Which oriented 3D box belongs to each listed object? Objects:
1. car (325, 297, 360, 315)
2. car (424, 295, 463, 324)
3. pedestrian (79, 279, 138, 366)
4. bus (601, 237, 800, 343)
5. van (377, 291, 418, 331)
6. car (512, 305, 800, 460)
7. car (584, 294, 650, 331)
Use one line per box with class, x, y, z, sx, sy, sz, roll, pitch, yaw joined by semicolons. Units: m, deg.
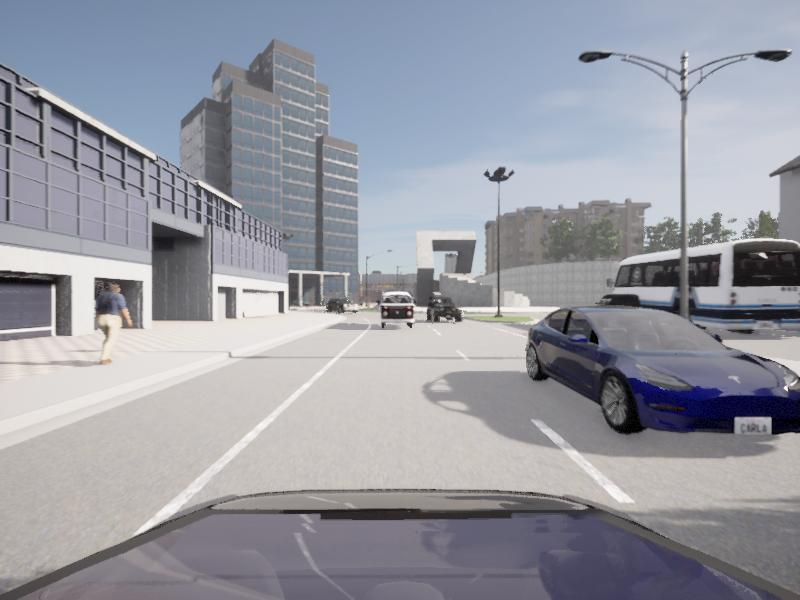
car;-6.488;0.629;44.582;1.932;1.855;4.605;0;0;-36
car;2.982;0.631;27.999;1.905;1.878;3.866;0;0;-7
pedestrian;-6.461;0.480;8.895;0.751;1.860;0.751;0;0;1
bus;14.996;-0.530;21.161;3.944;4.253;10.273;0;2;3
van;-0.258;0.563;22.584;2.069;2.038;4.480;0;0;-3
car;3.526;0.848;6.382;2.163;1.488;4.792;0;0;0
car;11.944;0.635;22.316;1.905;1.878;3.866;0;0;5
